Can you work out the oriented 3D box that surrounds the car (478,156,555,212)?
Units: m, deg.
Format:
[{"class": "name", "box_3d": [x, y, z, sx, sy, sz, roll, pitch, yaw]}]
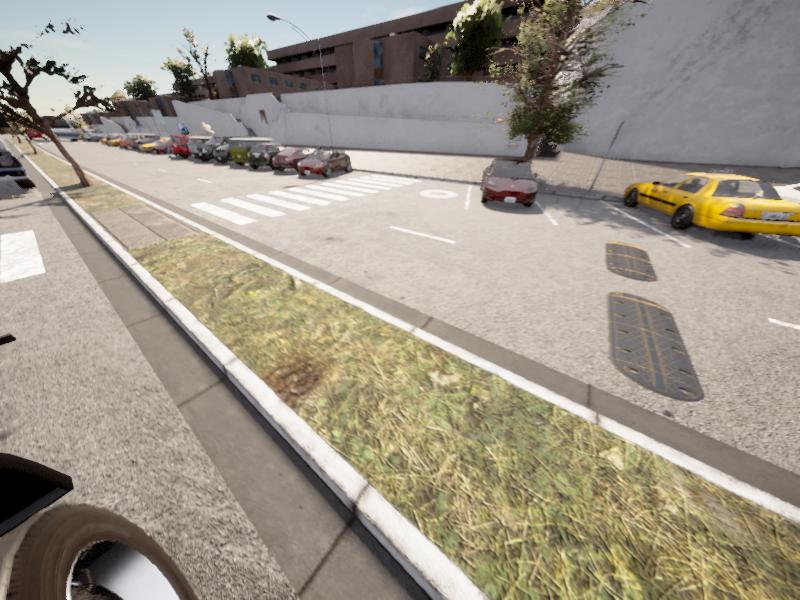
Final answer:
[{"class": "car", "box_3d": [4.738, -5.345, 10.221, 2.163, 1.488, 4.792, 10, 36, 12]}]

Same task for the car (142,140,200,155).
[{"class": "car", "box_3d": [-29.289, -19.798, 29.865, 2.163, 1.488, 4.792, 10, 36, 12]}]

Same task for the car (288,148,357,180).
[{"class": "car", "box_3d": [-5.019, -9.483, 15.859, 2.163, 1.488, 4.792, 10, 36, 12]}]

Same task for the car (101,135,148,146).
[{"class": "car", "box_3d": [-48.679, -28.275, 40.974, 2.163, 1.488, 4.792, 10, 36, 12]}]

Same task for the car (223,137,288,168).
[{"class": "car", "box_3d": [-12.273, -12.866, 20.042, 1.878, 1.987, 4.442, 10, 36, 12]}]

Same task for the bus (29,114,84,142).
[{"class": "bus", "box_3d": [-70.172, -35.037, 47.206, 10.273, 4.253, 3.944, 24, 41, 28]}]

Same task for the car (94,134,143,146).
[{"class": "car", "box_3d": [-51.154, -29.247, 42.159, 1.946, 1.575, 5.366, 11, 36, 12]}]

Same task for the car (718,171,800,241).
[{"class": "car", "box_3d": [12.068, -2.255, 6.016, 2.002, 1.452, 4.674, 10, 36, 12]}]

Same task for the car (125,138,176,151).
[{"class": "car", "box_3d": [-36.565, -22.946, 34.060, 2.002, 1.452, 4.674, 10, 36, 12]}]

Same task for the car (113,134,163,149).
[{"class": "car", "box_3d": [-41.417, -25.180, 36.708, 2.185, 1.767, 4.553, 10, 36, 12]}]

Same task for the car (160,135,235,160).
[{"class": "car", "box_3d": [-21.996, -16.954, 25.562, 2.435, 2.045, 5.566, 10, 36, 12]}]

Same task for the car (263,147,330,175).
[{"class": "car", "box_3d": [-7.461, -10.525, 17.297, 2.002, 1.452, 4.674, 10, 36, 12]}]

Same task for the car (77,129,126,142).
[{"class": "car", "box_3d": [-63.213, -34.856, 49.085, 2.435, 2.045, 5.566, 10, 36, 12]}]

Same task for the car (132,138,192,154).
[{"class": "car", "box_3d": [-31.752, -20.782, 31.114, 1.946, 1.575, 5.366, 10, 36, 12]}]

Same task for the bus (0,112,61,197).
[{"class": "bus", "box_3d": [-20.813, -7.553, 10.438, 10.273, 4.253, 3.944, 23, 41, 28]}]

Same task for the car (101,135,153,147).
[{"class": "car", "box_3d": [-46.307, -27.118, 39.408, 1.946, 1.575, 5.366, 11, 36, 12]}]

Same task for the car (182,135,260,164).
[{"class": "car", "box_3d": [-17.152, -14.863, 22.713, 2.435, 2.045, 5.566, 10, 36, 12]}]

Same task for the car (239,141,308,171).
[{"class": "car", "box_3d": [-9.888, -11.674, 18.581, 2.185, 1.767, 4.553, 10, 36, 12]}]

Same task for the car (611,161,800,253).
[{"class": "car", "box_3d": [9.668, -3.421, 7.551, 1.946, 1.575, 5.366, 10, 36, 12]}]

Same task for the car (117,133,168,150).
[{"class": "car", "box_3d": [-39.001, -24.151, 35.197, 1.878, 1.987, 4.442, 11, 36, 12]}]

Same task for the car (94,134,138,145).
[{"class": "car", "box_3d": [-53.534, -30.373, 43.706, 2.002, 1.452, 4.674, 10, 36, 12]}]

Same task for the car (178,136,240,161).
[{"class": "car", "box_3d": [-19.601, -15.822, 24.058, 1.878, 1.987, 4.442, 10, 36, 12]}]

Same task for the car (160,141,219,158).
[{"class": "car", "box_3d": [-24.434, -17.730, 27.101, 2.002, 1.452, 4.674, 10, 36, 12]}]

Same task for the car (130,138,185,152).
[{"class": "car", "box_3d": [-34.131, -21.920, 32.696, 2.163, 1.488, 4.792, 10, 36, 12]}]

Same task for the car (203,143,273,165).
[{"class": "car", "box_3d": [-14.733, -13.641, 21.475, 2.231, 1.521, 4.892, 10, 36, 12]}]
